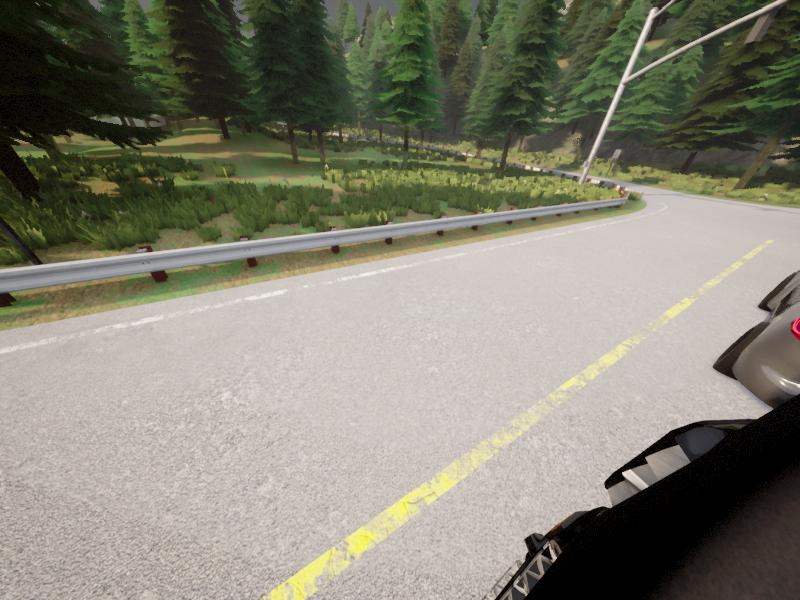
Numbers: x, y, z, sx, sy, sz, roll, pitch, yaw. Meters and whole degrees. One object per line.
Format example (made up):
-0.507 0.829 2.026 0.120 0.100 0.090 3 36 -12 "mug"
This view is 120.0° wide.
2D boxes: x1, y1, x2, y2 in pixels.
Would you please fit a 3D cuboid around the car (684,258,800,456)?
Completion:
5.834 0.328 2.379 4.611 1.667 2.242 -16 38 -26 "car"
